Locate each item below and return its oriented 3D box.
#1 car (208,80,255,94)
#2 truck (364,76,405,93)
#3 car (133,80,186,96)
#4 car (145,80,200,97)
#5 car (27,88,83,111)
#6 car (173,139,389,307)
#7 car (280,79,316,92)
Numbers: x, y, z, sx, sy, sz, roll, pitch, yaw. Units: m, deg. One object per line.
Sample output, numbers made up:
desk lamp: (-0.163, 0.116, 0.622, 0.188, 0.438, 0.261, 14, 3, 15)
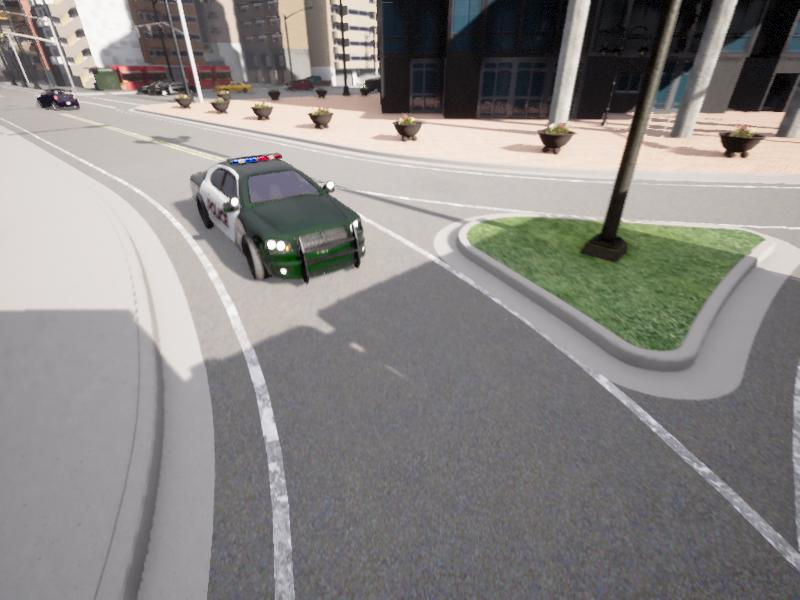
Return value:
car: (-22.708, -28.839, 54.158, 1.801, 1.575, 5.366, 25, 38, 36)
truck: (-2.215, -32.328, 60.031, 2.390, 2.098, 6.274, 25, 38, 36)
car: (-30.647, -27.168, 51.103, 1.930, 1.638, 5.238, 24, 37, 35)
car: (-27.891, -26.076, 49.236, 1.930, 1.638, 5.238, 25, 38, 36)
car: (-28.132, -16.409, 32.671, 3.633, 1.501, 1.845, 16, 33, 25)
car: (-2.506, -1.880, 7.694, 2.038, 1.542, 4.974, -21, 36, -31)
car: (-15.451, -32.757, 61.048, 2.033, 1.649, 4.856, 25, 38, 36)
